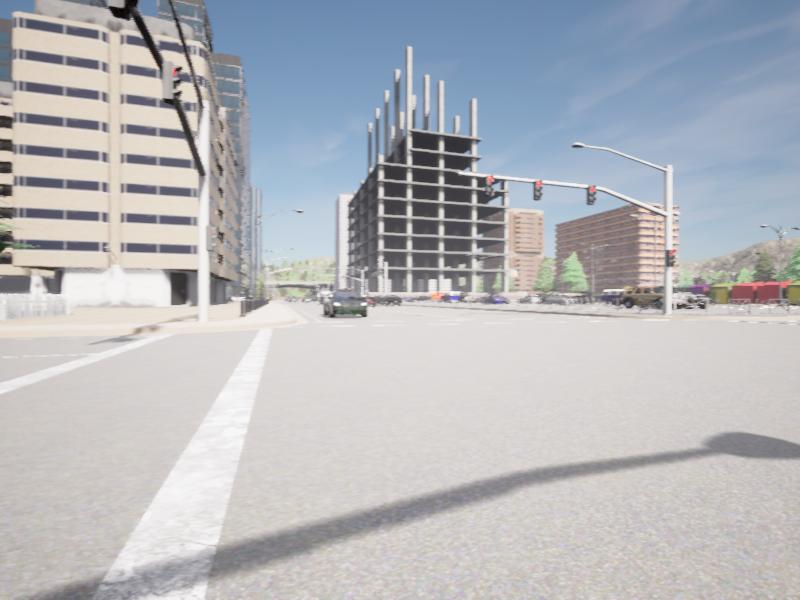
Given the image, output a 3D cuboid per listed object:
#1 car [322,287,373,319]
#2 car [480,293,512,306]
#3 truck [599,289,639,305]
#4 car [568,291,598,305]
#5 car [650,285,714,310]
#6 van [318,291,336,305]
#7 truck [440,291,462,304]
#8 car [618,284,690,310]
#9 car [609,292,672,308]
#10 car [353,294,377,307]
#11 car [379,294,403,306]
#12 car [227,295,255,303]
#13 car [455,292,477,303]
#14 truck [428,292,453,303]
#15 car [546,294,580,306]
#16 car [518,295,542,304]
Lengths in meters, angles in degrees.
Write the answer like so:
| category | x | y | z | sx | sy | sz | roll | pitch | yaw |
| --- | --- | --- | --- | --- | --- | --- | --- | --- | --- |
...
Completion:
| category | x | y | z | sx | sy | sz | roll | pitch | yaw |
| --- | --- | --- | --- | --- | --- | --- | --- | --- | --- |
| car | -3.000 | 0.138 | 21.856 | 2.038 | 1.542 | 4.974 | 0 | 0 | -16 |
| car | 12.951 | -0.124 | 54.273 | 2.242 | 1.667 | 4.611 | 0 | 0 | -17 |
| truck | 28.489 | -0.366 | 52.213 | 2.069 | 2.038 | 4.478 | 0 | 0 | -17 |
| car | 26.663 | -0.292 | 58.326 | 1.905 | 1.878 | 3.866 | 0 | 0 | -17 |
| car | 22.565 | -0.201 | 32.194 | 1.905 | 1.878 | 3.866 | 0 | 0 | -17 |
| van | -11.233 | -0.277 | 61.369 | 2.069 | 2.038 | 4.480 | 0 | 1 | -17 |
| truck | 8.646 | -0.445 | 68.688 | 2.069 | 2.038 | 4.478 | 0 | 0 | -17 |
| car | 19.776 | -0.204 | 31.421 | 1.932 | 1.855 | 4.605 | 0 | 0 | -17 |
| car | 23.332 | 0.007 | 39.143 | 2.033 | 1.415 | 5.357 | 0 | 0 | -17 |
| car | -4.503 | 0.055 | 51.170 | 2.163 | 1.488 | 4.792 | 0 | 0 | -17 |
| car | -1.204 | 0.026 | 52.359 | 1.882 | 1.535 | 5.008 | 0 | 0 | -17 |
| car | -30.237 | -0.171 | 76.186 | 4.974 | 1.542 | 2.038 | 0 | 0 | -18 |
| car | 11.401 | -0.351 | 69.581 | 1.932 | 1.855 | 4.605 | 0 | 0 | -17 |
| truck | 9.693 | -0.646 | 96.016 | 5.204 | 2.467 | 2.627 | 0 | 0 | -17 |
| car | 20.179 | -0.028 | 49.708 | 1.970 | 1.475 | 3.806 | 0 | 0 | -17 |
| car | 21.402 | -0.085 | 65.828 | 1.970 | 1.475 | 3.806 | 0 | 0 | -17 |
